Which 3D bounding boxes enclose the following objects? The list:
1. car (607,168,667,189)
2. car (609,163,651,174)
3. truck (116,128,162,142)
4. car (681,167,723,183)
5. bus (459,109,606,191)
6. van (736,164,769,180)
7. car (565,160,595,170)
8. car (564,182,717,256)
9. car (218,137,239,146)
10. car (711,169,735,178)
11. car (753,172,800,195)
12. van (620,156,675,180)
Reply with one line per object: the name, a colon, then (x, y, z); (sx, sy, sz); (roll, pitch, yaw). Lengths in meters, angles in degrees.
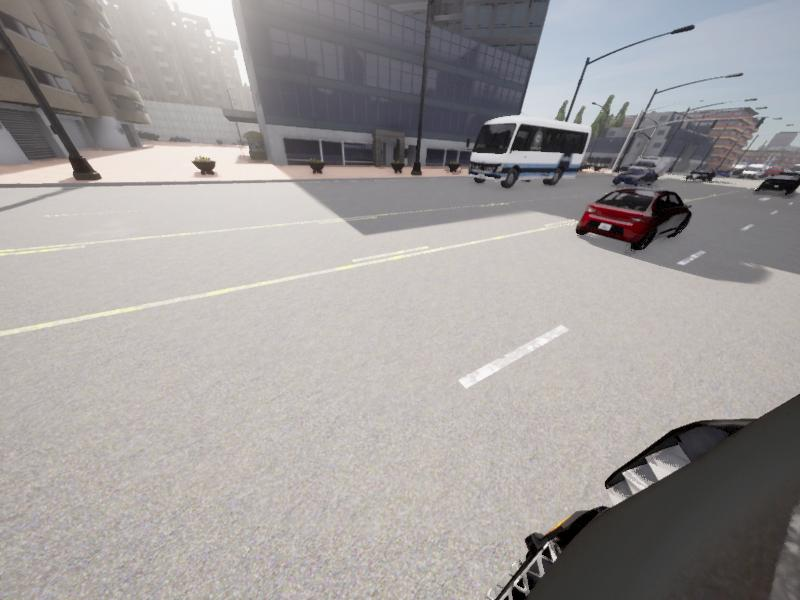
car: (22.058, -11.379, 21.452); (5.357, 1.411, 2.033); (-16, 38, -26)
car: (43.900, -25.235, 44.228); (2.033, 1.411, 5.357); (-15, 37, -26)
truck: (-59.332, -37.689, 52.769); (6.274, 2.098, 2.390); (-14, 37, -25)
car: (40.010, -16.592, 30.605); (4.902, 1.511, 2.128); (-16, 38, -26)
bus: (10.148, -11.286, 17.879); (10.273, 4.253, 3.944); (-16, 38, -26)
van: (69.361, -25.201, 45.413); (5.915, 2.561, 1.988); (-16, 38, -26)
car: (37.239, -28.029, 47.895); (1.994, 1.385, 4.181); (-15, 37, -26)
car: (7.585, -2.756, 7.328); (4.193, 1.474, 1.816); (-16, 38, -26)
car: (-44.563, -41.220, 60.128); (3.988, 1.617, 1.851); (-14, 37, -25)
car: (66.936, -26.278, 47.889); (4.193, 1.474, 1.816); (-16, 38, -26)
car: (35.868, -10.996, 21.667); (5.238, 1.638, 1.930); (-16, 38, -26)
van: (31.413, -16.765, 29.361); (6.366, 2.431, 2.351); (-16, 38, -26)
